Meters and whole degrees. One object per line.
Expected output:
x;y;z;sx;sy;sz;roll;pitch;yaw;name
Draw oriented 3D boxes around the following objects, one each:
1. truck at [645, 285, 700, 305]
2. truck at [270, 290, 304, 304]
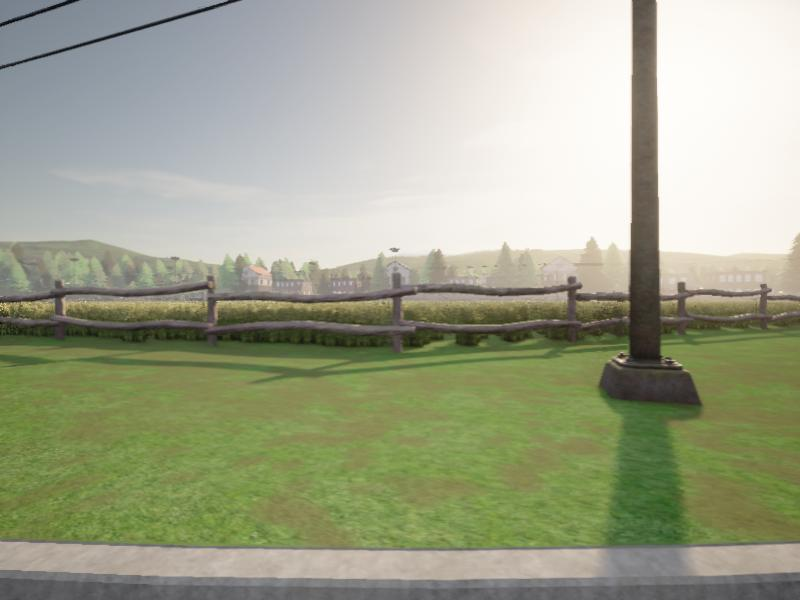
53.433;-0.881;78.578;8.468;3.827;2.891;0;0;17;truck
-30.352;-0.768;107.173;8.468;3.827;2.891;0;0;17;truck
